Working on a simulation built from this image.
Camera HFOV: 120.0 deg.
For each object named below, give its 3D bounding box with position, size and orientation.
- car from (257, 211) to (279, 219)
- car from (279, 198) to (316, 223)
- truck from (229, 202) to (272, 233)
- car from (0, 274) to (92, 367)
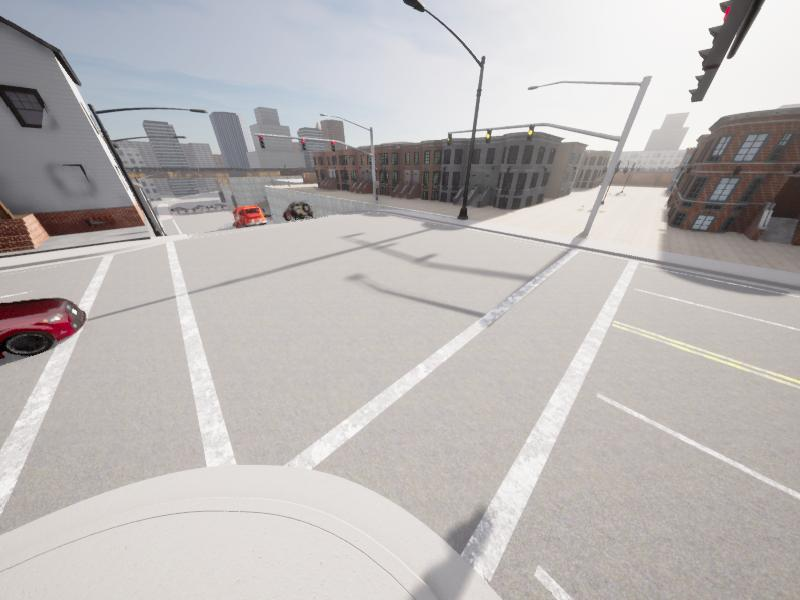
[{"bbox_3d":[-36.016,-23.164,63.135,1.895,1.301,4.718,23,37,34],"label":"car"},{"bbox_3d":[-11.302,-9.688,25.263,1.932,1.855,4.605,-26,26,-36],"label":"car"},{"bbox_3d":[-17.447,-9.513,26.844,2.627,2.467,5.204,-27,26,-37],"label":"truck"},{"bbox_3d":[-10.796,0.929,5.333,1.994,1.385,4.181,24,38,35],"label":"car"}]
